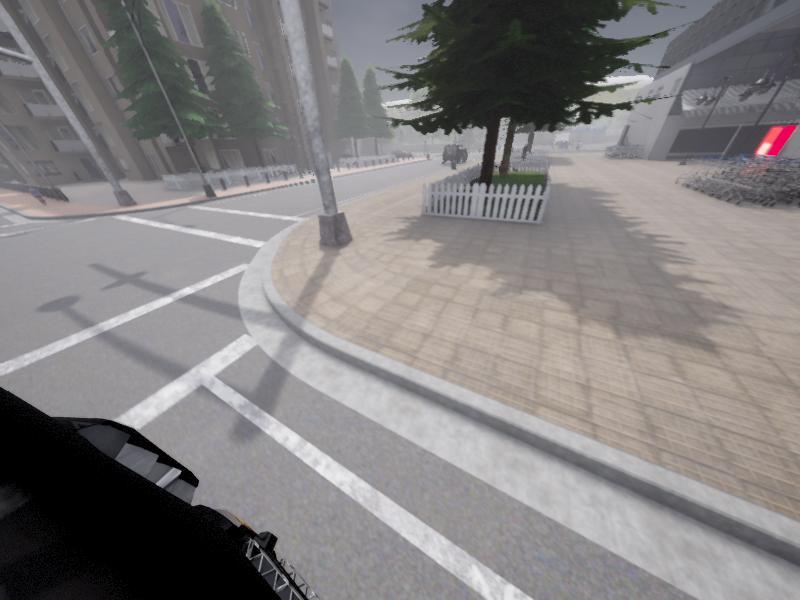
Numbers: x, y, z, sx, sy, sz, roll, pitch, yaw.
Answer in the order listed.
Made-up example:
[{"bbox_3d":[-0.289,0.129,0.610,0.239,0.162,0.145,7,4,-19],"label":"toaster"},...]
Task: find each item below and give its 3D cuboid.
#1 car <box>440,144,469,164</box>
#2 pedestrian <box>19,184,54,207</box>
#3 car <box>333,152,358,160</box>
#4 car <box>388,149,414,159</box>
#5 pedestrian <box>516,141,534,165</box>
[{"bbox_3d":[7.364,-19.474,30.753,2.150,2.045,5.566,14,37,24],"label":"car"},{"bbox_3d":[-20.494,-5.903,13.034,0.500,1.100,0.500,14,37,24],"label":"pedestrian"},{"bbox_3d":[-12.704,-33.440,53.788,5.357,1.411,2.033,14,37,24],"label":"car"},{"bbox_3d":[0.221,-30.176,47.830,4.792,1.488,2.163,14,37,24],"label":"car"},{"bbox_3d":[11.640,-13.686,21.570,0.751,1.860,0.751,-13,35,-15],"label":"pedestrian"}]
